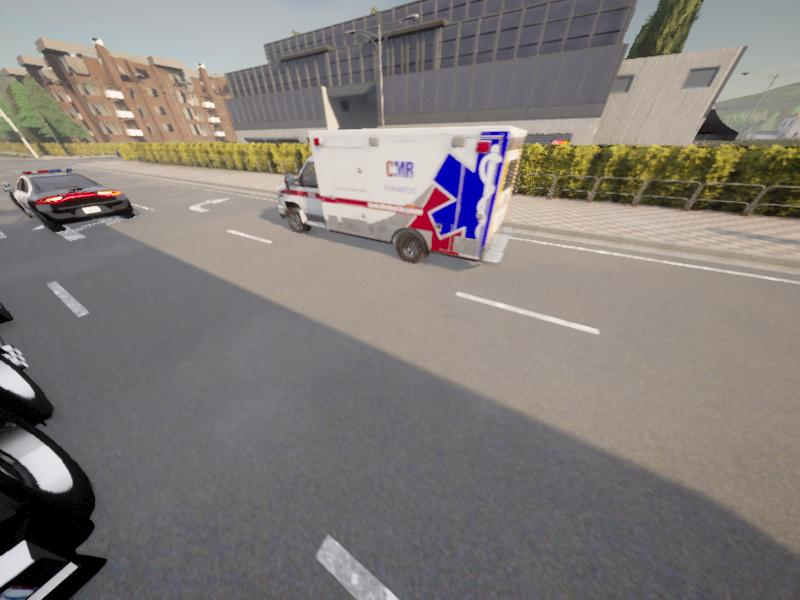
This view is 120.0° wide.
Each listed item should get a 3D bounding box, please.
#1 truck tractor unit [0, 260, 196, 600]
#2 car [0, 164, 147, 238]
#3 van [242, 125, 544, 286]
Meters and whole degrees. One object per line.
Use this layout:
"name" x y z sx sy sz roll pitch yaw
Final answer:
"truck tractor unit" -5.103 -0.310 0.788 6.516 4.208 3.053 19 39 24
"car" -11.558 -3.612 7.951 4.974 1.542 2.038 18 39 24
"van" -0.438 -2.730 5.802 6.366 2.431 2.351 18 39 24
